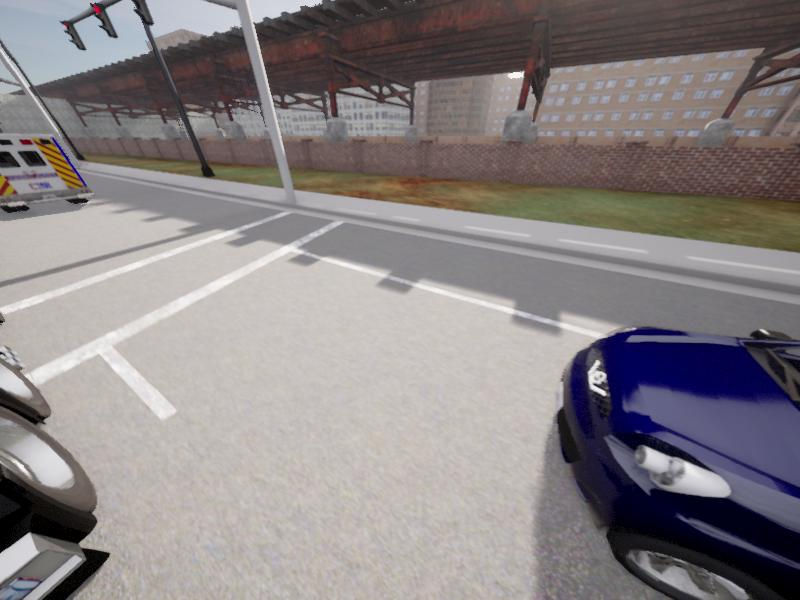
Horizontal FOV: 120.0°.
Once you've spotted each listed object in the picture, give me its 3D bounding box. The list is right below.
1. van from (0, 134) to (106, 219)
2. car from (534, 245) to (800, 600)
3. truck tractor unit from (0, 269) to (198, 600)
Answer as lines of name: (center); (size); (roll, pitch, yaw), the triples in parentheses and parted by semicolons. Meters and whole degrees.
van: (-15.778, -5.299, 9.488); (6.366, 2.431, 2.351); (18, 39, 24)
car: (2.962, 1.079, 1.096); (3.633, 1.501, 1.845); (17, 39, 24)
truck tractor unit: (-5.121, -0.290, 0.767); (6.516, 4.208, 3.053); (18, 39, 24)
